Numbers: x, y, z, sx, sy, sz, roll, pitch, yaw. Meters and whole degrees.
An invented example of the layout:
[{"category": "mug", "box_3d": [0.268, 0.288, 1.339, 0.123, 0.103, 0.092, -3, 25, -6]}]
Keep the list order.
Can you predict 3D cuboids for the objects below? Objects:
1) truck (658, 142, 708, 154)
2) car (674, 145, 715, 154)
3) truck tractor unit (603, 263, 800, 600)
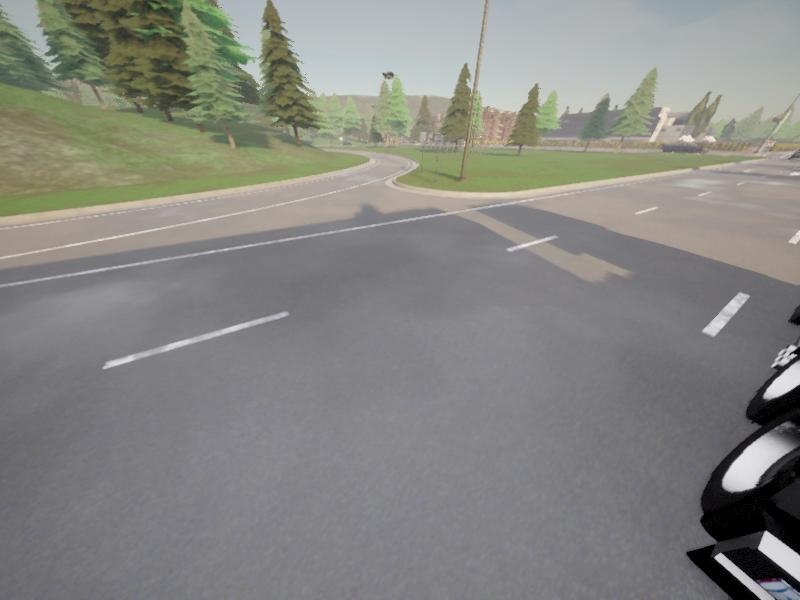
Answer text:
[{"category": "truck", "box_3d": [61.648, -33.280, 50.556, 2.390, 2.098, 6.274, -19, 39, -25]}, {"category": "car", "box_3d": [65.264, -33.506, 51.330, 2.152, 1.651, 5.027, -18, 39, -25]}, {"category": "truck tractor unit", "box_3d": [5.110, -0.303, 0.790, 6.516, 4.208, 3.053, -18, 39, -24]}]
